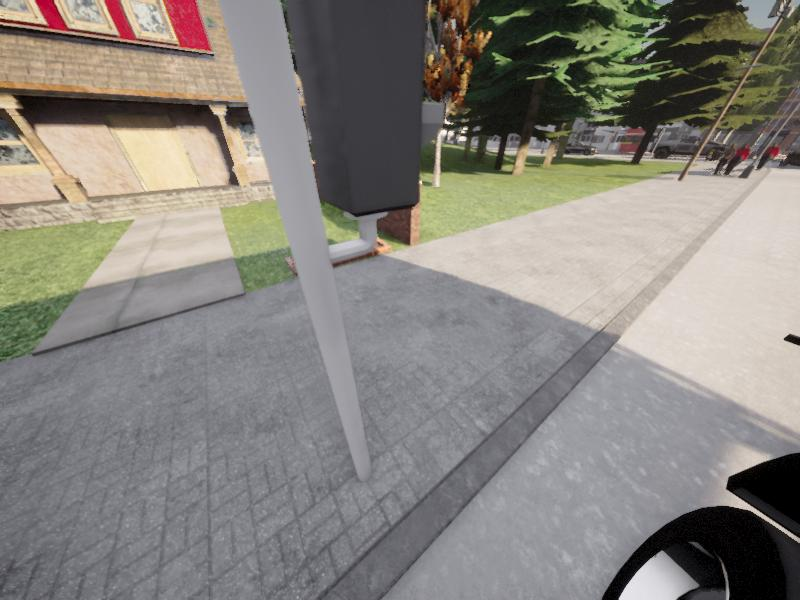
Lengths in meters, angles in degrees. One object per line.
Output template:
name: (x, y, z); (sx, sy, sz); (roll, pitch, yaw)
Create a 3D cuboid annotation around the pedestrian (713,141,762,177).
pedestrian: (20.852, -8.722, 14.315); (0.751, 1.860, 0.751); (-13, 37, -17)

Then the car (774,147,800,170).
car: (33.279, -11.305, 18.452); (1.816, 1.474, 4.193); (19, 39, 25)

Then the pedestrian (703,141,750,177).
pedestrian: (20.196, -8.723, 14.321); (0.751, 1.860, 0.751); (-15, 38, -20)

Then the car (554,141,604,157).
car: (25.614, -21.850, 33.347); (2.152, 1.651, 5.027); (-22, 41, -28)

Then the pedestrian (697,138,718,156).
pedestrian: (39.409, -19.604, 29.632); (0.751, 1.860, 0.751); (-20, 40, -26)

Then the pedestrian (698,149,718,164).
pedestrian: (28.728, -13.392, 21.550); (0.500, 1.100, 0.500); (-11, 37, -15)

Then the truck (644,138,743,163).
truck: (32.101, -16.740, 25.634); (2.390, 2.098, 6.274); (-22, 41, -28)

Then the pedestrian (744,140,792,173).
pedestrian: (25.088, -9.783, 15.792); (0.751, 1.860, 0.751); (-13, 37, -17)
